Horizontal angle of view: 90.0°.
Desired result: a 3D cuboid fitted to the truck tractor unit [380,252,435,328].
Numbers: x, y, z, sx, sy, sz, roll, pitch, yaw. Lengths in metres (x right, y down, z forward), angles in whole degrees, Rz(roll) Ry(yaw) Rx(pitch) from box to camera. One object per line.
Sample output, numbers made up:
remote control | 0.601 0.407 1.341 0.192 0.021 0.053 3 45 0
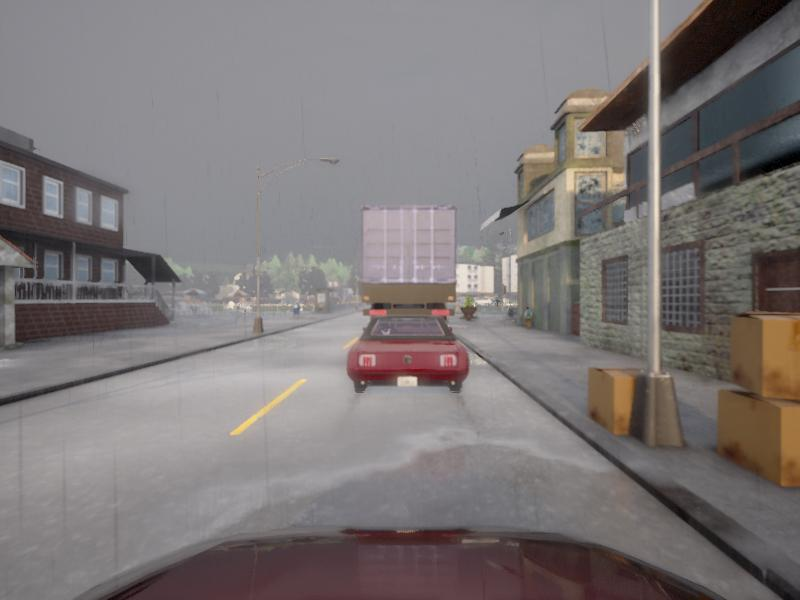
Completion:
truck tractor unit | 0.500 -0.563 25.515 3.053 4.208 6.516 0 0 1

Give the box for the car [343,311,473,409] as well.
car | 0.156 0.936 8.234 1.895 1.301 4.718 0 0 1

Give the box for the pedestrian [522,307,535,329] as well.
pedestrian | 6.388 0.882 19.867 0.500 1.100 0.500 0 0 2

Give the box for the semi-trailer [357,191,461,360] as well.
semi-trailer | 0.358 -0.646 17.605 2.717 4.402 14.254 0 0 1
